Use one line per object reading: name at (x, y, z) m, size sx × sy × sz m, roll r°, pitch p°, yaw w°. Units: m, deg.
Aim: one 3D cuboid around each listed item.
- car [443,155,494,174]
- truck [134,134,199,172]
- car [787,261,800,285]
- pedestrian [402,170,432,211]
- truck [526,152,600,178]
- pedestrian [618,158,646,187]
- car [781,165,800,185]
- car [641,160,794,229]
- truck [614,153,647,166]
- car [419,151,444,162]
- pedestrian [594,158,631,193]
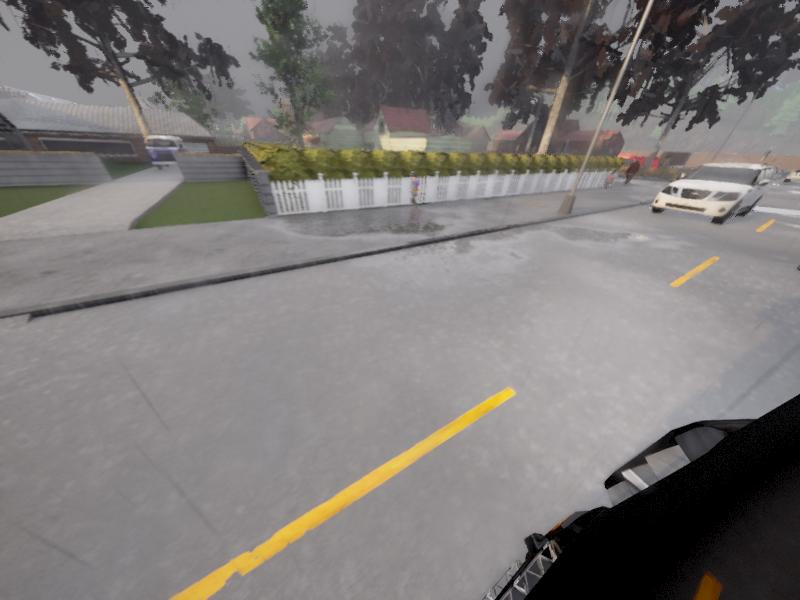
car at (6.404, -12.702, 21.630) m, size 4.181 × 1.381 × 1.994 m, roll -16°, pitch 38°, yaw -26°
truck at (-16.682, -10.742, 16.853) m, size 2.069 × 2.038 × 4.478 m, roll -16°, pitch 38°, yaw -26°
car at (11.125, -1.290, 5.058) m, size 5.366 × 1.575 × 1.801 m, roll -16°, pitch 38°, yaw -26°
pedestrian at (0.632, -4.201, 8.834) m, size 0.751 × 1.300 × 0.751 m, roll -16°, pitch 38°, yaw -26°
truck at (18.295, -15.558, 26.433) m, size 2.390 × 2.098 × 6.274 m, roll -16°, pitch 38°, yaw -26°
pedestrian at (17.870, -9.844, 17.797) m, size 0.751 × 1.860 × 0.751 m, roll -25°, pitch 42°, yaw -35°
car at (46.847, -14.474, 26.682) m, size 4.605 × 1.855 × 1.932 m, roll -16°, pitch 38°, yaw -26°
car at (13.430, -4.643, 9.810) m, size 5.566 × 2.045 × 2.150 m, roll -15°, pitch 37°, yaw -25°
truck at (60.940, -37.310, 61.259) m, size 2.627 × 2.467 × 5.204 m, roll -16°, pitch 38°, yaw -26°
car at (5.885, -27.538, 44.161) m, size 1.801 × 1.575 × 5.366 m, roll -16°, pitch 38°, yaw -26°
pedestrian at (13.254, -7.800, 14.458) m, size 0.751 × 1.860 × 0.751 m, roll -7°, pitch 35°, yaw -13°
